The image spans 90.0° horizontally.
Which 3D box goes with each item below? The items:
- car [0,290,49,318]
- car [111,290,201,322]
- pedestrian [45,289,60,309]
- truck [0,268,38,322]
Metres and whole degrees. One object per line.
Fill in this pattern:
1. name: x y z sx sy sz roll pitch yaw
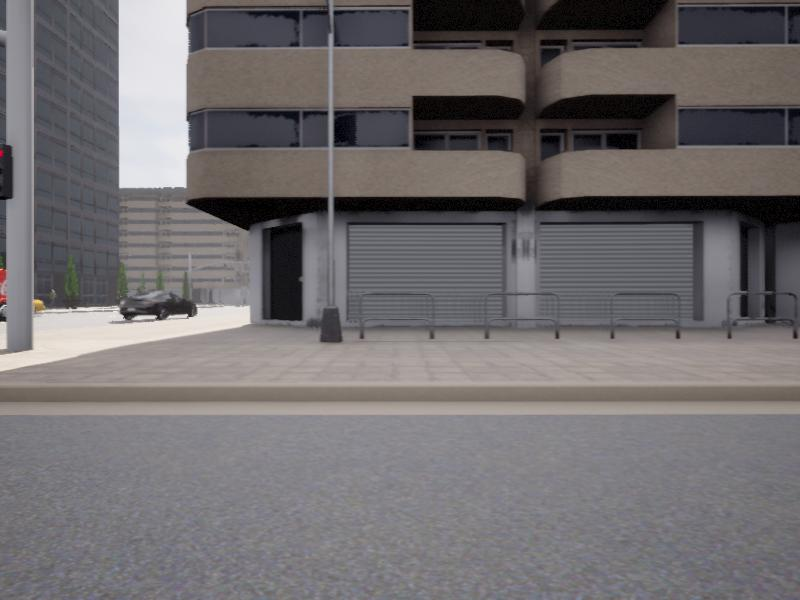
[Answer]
1. car: -22.853 0.220 22.317 1.801 1.575 5.366 0 0 1
2. car: -12.406 0.280 20.799 1.812 1.442 4.674 0 0 0
3. pedestrian: -32.440 -0.121 37.336 0.751 1.860 0.751 0 0 1
4. truck: -19.435 -0.227 17.395 2.627 2.467 5.204 0 0 0
